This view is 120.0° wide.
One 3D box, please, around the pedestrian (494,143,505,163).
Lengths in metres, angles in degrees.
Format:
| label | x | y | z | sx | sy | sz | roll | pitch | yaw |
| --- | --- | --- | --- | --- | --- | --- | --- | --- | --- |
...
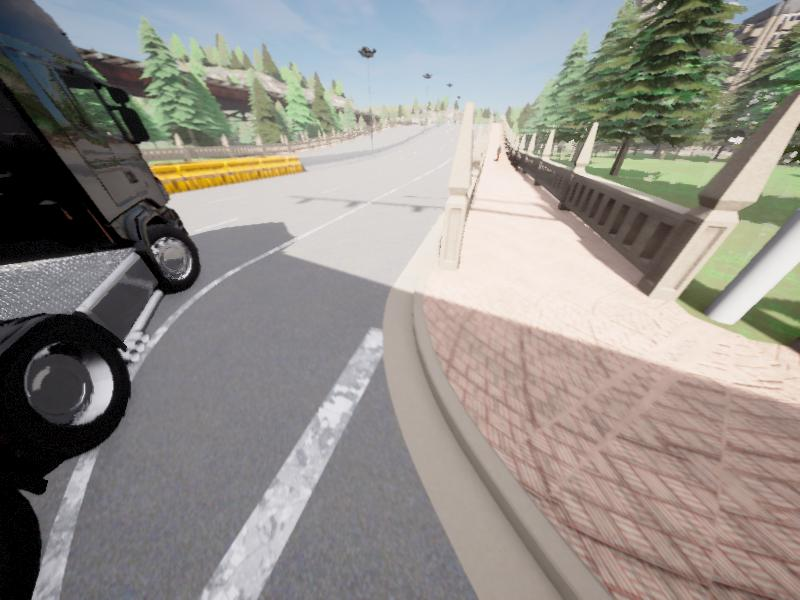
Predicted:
| label | x | y | z | sx | sy | sz | roll | pitch | yaw |
| --- | --- | --- | --- | --- | --- | --- | --- | --- | --- |
| pedestrian | 11.528 | -17.122 | 26.915 | 0.751 | 1.860 | 0.751 | 10 | 36 | 15 |

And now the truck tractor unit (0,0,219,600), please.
| label | x | y | z | sx | sy | sz | roll | pitch | yaw |
| --- | --- | --- | --- | --- | --- | --- | --- | --- | --- |
| truck tractor unit | -4.305 | -0.729 | 1.420 | 3.053 | 4.208 | 6.516 | -16 | 38 | -21 |
